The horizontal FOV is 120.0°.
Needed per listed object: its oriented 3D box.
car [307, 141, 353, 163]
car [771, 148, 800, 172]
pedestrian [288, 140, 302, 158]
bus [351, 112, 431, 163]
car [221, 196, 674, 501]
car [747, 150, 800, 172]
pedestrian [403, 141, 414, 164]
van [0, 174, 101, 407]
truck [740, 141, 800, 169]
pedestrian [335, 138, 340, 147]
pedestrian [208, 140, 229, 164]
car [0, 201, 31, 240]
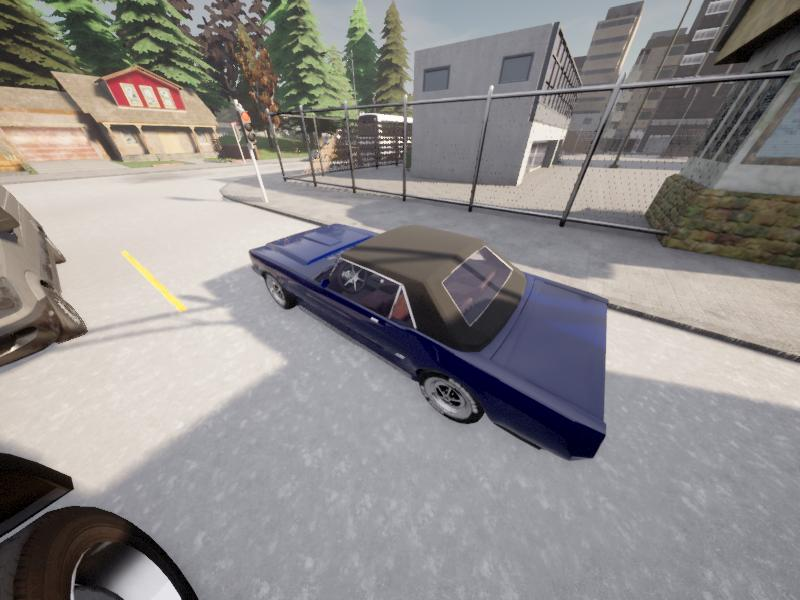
[{"bbox_3d":[-7.773,-16.789,26.067,1.932,1.855,4.605,22,40,27],"label":"car"},{"bbox_3d":[33.741,-11.572,19.110,1.789,1.547,3.705,23,41,28],"label":"car"},{"bbox_3d":[-12.541,-18.068,27.644,0.751,1.860,0.751,22,41,28],"label":"pedestrian"},{"bbox_3d":[-0.611,-19.524,27.940,3.944,4.253,10.273,22,41,28],"label":"bus"},{"bbox_3d":[-0.119,-0.260,3.159,4.718,1.301,1.895,24,41,29],"label":"car"},{"bbox_3d":[34.003,-11.565,19.227,5.357,1.415,2.033,23,41,28],"label":"car"},{"bbox_3d":[0.867,-14.614,22.833,0.751,1.860,0.751,22,41,28],"label":"pedestrian"},{"bbox_3d":[-6.595,-0.860,2.897,5.915,2.561,1.988,24,41,30],"label":"van"},{"bbox_3d":[36.442,-13.612,21.608,4.478,2.038,2.069,23,41,28],"label":"truck"},{"bbox_3d":[-16.880,-42.434,62.207,0.751,1.860,0.751,-25,42,-31],"label":"pedestrian"},{"bbox_3d":[-17.333,-14.149,22.046,0.751,1.860,0.751,20,40,26],"label":"pedestrian"},{"bbox_3d":[-12.374,-2.474,5.994,3.705,1.549,1.789,15,38,20],"label":"car"}]
